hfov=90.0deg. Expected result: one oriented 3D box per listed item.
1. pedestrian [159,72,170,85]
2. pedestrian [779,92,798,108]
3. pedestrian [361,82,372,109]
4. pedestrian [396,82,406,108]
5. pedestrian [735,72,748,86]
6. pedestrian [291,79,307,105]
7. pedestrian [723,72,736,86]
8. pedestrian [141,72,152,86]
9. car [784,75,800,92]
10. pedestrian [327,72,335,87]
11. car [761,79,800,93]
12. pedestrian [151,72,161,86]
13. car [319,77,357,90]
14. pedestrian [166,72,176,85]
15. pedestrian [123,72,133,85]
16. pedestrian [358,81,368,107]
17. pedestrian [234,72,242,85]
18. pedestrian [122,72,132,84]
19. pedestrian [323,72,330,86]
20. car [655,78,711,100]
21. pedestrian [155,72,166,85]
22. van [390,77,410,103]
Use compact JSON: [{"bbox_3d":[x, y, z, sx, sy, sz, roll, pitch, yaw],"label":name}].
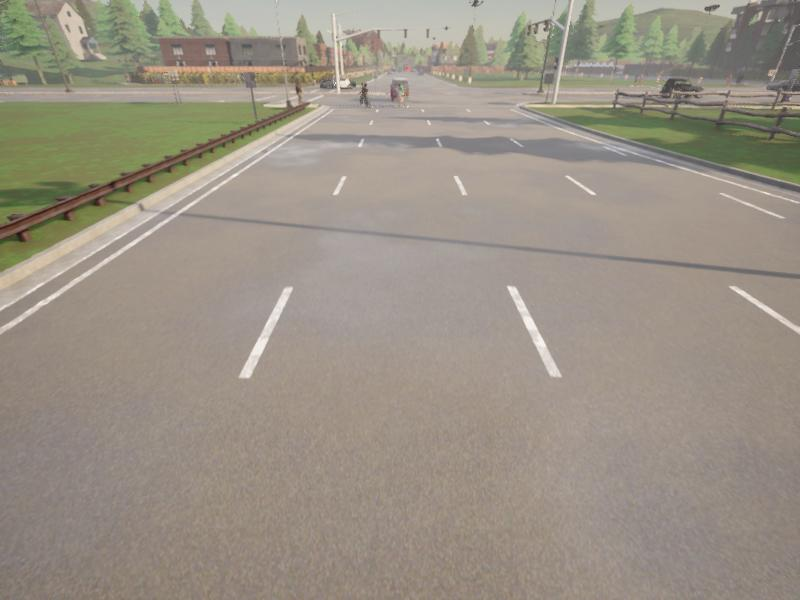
[{"bbox_3d":[-38.150,-35.791,64.740,0.751,1.860,0.751,4,31,6],"label":"pedestrian"},{"bbox_3d":[29.753,-15.349,30.671,0.500,1.100,0.500,2,30,3],"label":"pedestrian"},{"bbox_3d":[-2.644,-16.085,31.477,0.751,1.860,0.751,1,30,1],"label":"pedestrian"},{"bbox_3d":[0.051,-16.499,32.181,0.751,1.860,0.751,-2,31,-4],"label":"pedestrian"},{"bbox_3d":[53.335,-34.446,62.444,0.751,1.860,0.751,3,31,5],"label":"pedestrian"},{"bbox_3d":[-8.218,-16.973,32.688,0.751,1.860,0.751,19,35,29],"label":"pedestrian"},{"bbox_3d":[51.474,-34.523,62.577,0.751,1.860,0.751,2,30,4],"label":"pedestrian"},{"bbox_3d":[-40.887,-35.727,64.631,0.751,1.860,0.751,5,31,8],"label":"pedestrian"},{"bbox_3d":[54.364,-28.915,53.363,3.866,1.878,1.905,0,30,1],"label":"car"},{"bbox_3d":[-10.561,-33.642,61.018,0.751,1.860,0.751,8,31,13],"label":"pedestrian"},{"bbox_3d":[49.096,-27.012,50.485,4.892,1.490,1.837,0,30,1],"label":"car"},{"bbox_3d":[-39.438,-35.747,64.666,0.751,1.860,0.751,4,31,6],"label":"pedestrian"},{"bbox_3d":[-8.872,-31.035,57.253,4.974,1.542,2.038,-9,32,-15],"label":"car"},{"bbox_3d":[-37.081,-35.760,64.687,0.751,1.860,0.751,0,30,0],"label":"pedestrian"},{"bbox_3d":[-46.154,-37.668,67.938,0.751,1.860,0.751,-25,38,-35],"label":"pedestrian"},{"bbox_3d":[-3.043,-16.864,32.803,0.751,1.860,0.751,-3,31,-5],"label":"pedestrian"},{"bbox_3d":[-26.213,-35.813,64.776,0.751,1.860,0.751,0,30,0],"label":"pedestrian"},{"bbox_3d":[-46.760,-38.001,68.504,0.751,1.860,0.751,-25,39,-36],"label":"pedestrian"},{"bbox_3d":[-11.178,-33.653,61.036,0.751,1.860,0.751,0,30,0],"label":"pedestrian"},{"bbox_3d":[28.709,-21.463,40.652,3.866,1.878,1.905,0,30,1],"label":"car"},{"bbox_3d":[-38.773,-35.769,64.702,0.751,1.860,0.751,1,30,2],"label":"pedestrian"},{"bbox_3d":[0.011,-20.133,38.295,1.775,1.987,4.442,0,30,0],"label":"van"}]
